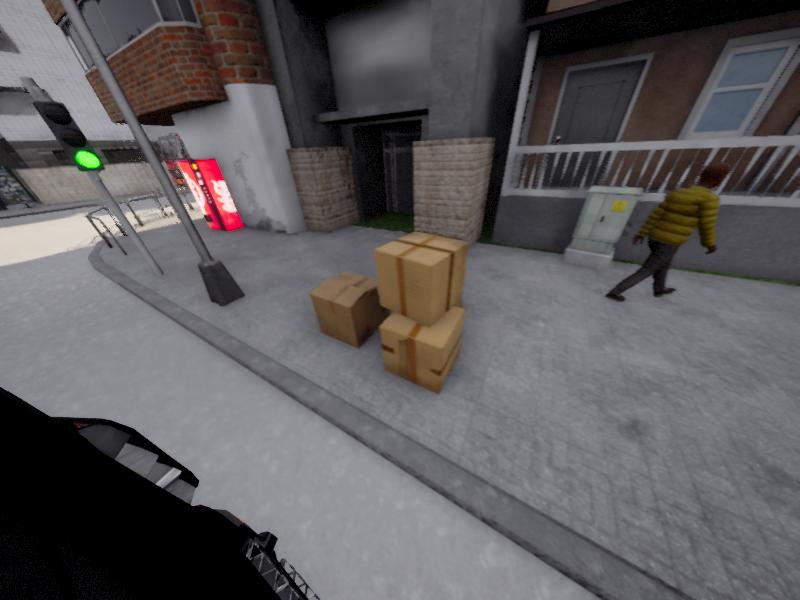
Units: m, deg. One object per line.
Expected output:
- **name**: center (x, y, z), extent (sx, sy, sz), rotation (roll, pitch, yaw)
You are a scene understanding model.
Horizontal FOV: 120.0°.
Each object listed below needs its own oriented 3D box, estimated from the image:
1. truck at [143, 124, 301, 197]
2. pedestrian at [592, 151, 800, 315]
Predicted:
- **truck**: center (-12.550, -10.835, 17.809), extent (2.891, 3.827, 8.468), rotation (16, 38, 26)
- **pedestrian**: center (3.479, -0.782, 2.964), extent (0.751, 1.860, 0.751), rotation (1, 34, 6)
